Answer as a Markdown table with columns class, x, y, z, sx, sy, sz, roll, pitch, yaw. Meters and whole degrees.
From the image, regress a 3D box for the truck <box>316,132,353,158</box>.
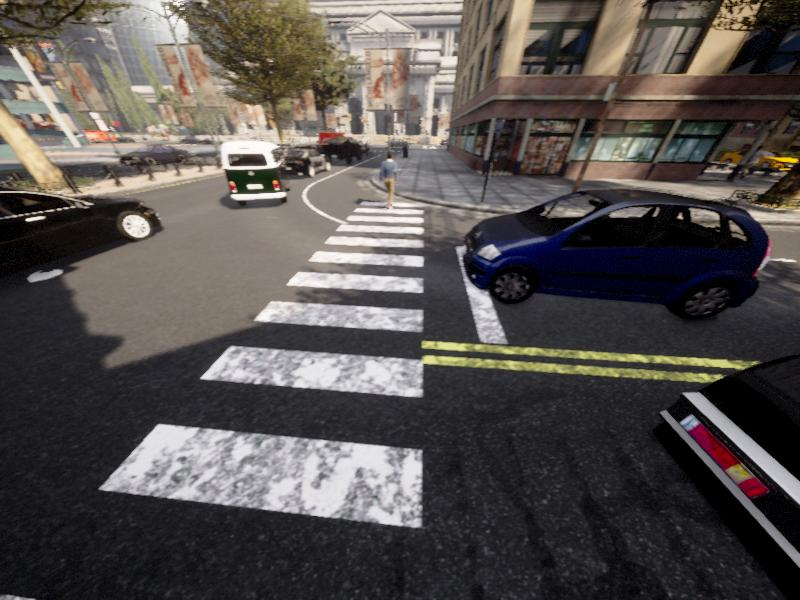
| class | x | y | z | sx | sy | sz | roll | pitch | yaw |
| --- | --- | --- | --- | --- | --- | --- | --- | --- | --- |
| truck | -8.137 | -19.839 | 29.443 | 2.627 | 2.467 | 5.204 | 4 | 36 | 4 |

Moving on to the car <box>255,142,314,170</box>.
| class | x | y | z | sx | sy | sz | roll | pitch | yaw |
| --- | --- | --- | --- | --- | --- | --- | --- | --- | --- |
| car | -9.342 | -12.097 | 19.286 | 1.930 | 1.638 | 5.238 | 4 | 36 | 4 |

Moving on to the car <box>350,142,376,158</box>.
| class | x | y | z | sx | sy | sz | roll | pitch | yaw |
| --- | --- | --- | --- | --- | --- | --- | --- | --- | --- |
| car | -4.636 | -19.364 | 29.661 | 2.128 | 1.511 | 4.902 | 4 | 36 | 4 |

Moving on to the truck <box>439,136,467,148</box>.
| class | x | y | z | sx | sy | sz | roll | pitch | yaw |
| --- | --- | --- | --- | --- | --- | --- | --- | --- | --- |
| truck | 12.901 | -38.796 | 56.681 | 6.274 | 2.098 | 2.390 | 4 | 36 | 4 |

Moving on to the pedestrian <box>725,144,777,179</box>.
| class | x | y | z | sx | sy | sz | roll | pitch | yaw |
| --- | --- | --- | --- | --- | --- | --- | --- | --- | --- |
| pedestrian | 22.245 | -8.808 | 14.708 | 0.751 | 1.860 | 0.751 | -2 | 36 | -4 |

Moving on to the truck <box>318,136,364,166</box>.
| class | x | y | z | sx | sy | sz | roll | pitch | yaw |
| --- | --- | --- | --- | --- | --- | --- | --- | --- | --- |
| truck | -5.442 | -14.618 | 22.490 | 2.390 | 2.098 | 6.274 | 4 | 36 | 4 |

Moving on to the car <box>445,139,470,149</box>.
| class | x | y | z | sx | sy | sz | roll | pitch | yaw |
| --- | --- | --- | --- | --- | --- | --- | --- | --- | --- |
| car | 12.684 | -34.533 | 51.111 | 5.027 | 1.651 | 2.152 | 4 | 36 | 4 |

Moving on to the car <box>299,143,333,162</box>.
| class | x | y | z | sx | sy | sz | roll | pitch | yaw |
| --- | --- | --- | --- | --- | --- | --- | --- | --- | --- |
| car | -8.750 | -15.672 | 24.448 | 1.970 | 1.475 | 3.806 | 4 | 36 | 4 |

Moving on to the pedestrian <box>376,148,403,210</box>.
| class | x | y | z | sx | sy | sz | roll | pitch | yaw |
| --- | --- | --- | --- | --- | --- | --- | --- | --- | --- |
| pedestrian | -0.353 | -4.326 | 8.314 | 0.751 | 1.860 | 0.751 | 8 | 36 | 11 |

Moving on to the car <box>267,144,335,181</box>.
| class | x | y | z | sx | sy | sz | roll | pitch | yaw |
| --- | --- | --- | --- | --- | --- | --- | --- | --- | --- |
| car | -6.265 | -9.366 | 15.510 | 1.930 | 1.638 | 5.238 | 4 | 36 | 4 |

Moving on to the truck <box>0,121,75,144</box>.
| class | x | y | z | sx | sy | sz | roll | pitch | yaw |
| --- | --- | --- | --- | --- | --- | --- | --- | --- | --- |
| truck | -75.724 | -34.658 | 47.916 | 8.468 | 3.827 | 2.891 | -18 | 40 | -25 |

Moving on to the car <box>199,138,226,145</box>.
| class | x | y | z | sx | sy | sz | roll | pitch | yaw |
| --- | --- | --- | --- | --- | --- | --- | --- | --- | --- |
| car | -42.433 | -35.966 | 52.403 | 4.181 | 1.385 | 1.994 | 4 | 36 | 4 |

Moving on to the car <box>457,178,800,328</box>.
| class | x | y | z | sx | sy | sz | roll | pitch | yaw |
| --- | --- | --- | --- | --- | --- | --- | --- | --- | --- |
| car | 3.169 | -0.952 | 3.904 | 3.988 | 1.617 | 1.851 | 5 | 36 | 6 |

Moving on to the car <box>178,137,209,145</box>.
| class | x | y | z | sx | sy | sz | roll | pitch | yaw |
| --- | --- | --- | --- | --- | --- | --- | --- | --- | --- |
| car | -49.790 | -38.466 | 55.770 | 5.357 | 1.411 | 2.033 | 4 | 36 | 4 |

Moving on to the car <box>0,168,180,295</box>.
| class | x | y | z | sx | sy | sz | roll | pitch | yaw |
| --- | --- | --- | --- | --- | --- | --- | --- | --- | --- |
| car | -7.557 | -1.352 | 4.384 | 1.837 | 1.490 | 4.892 | 4 | 36 | 4 |

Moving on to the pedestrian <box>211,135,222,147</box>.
| class | x | y | z | sx | sy | sz | roll | pitch | yaw |
| --- | --- | --- | --- | --- | --- | --- | --- | --- | --- |
| pedestrian | -33.274 | -28.841 | 41.861 | 0.751 | 1.860 | 0.751 | 9 | 36 | 12 |

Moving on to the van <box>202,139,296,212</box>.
| class | x | y | z | sx | sy | sz | roll | pitch | yaw |
| --- | --- | --- | --- | --- | --- | --- | --- | --- | --- |
| van | -5.713 | -5.331 | 9.519 | 2.069 | 2.038 | 4.480 | -11 | 37 | -16 |

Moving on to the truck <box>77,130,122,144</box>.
| class | x | y | z | sx | sy | sz | roll | pitch | yaw |
| --- | --- | --- | --- | --- | --- | --- | --- | --- | --- |
| truck | -69.877 | -38.029 | 53.907 | 5.204 | 2.467 | 2.627 | -11 | 37 | -16 |

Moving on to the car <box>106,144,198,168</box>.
| class | x | y | z | sx | sy | sz | roll | pitch | yaw |
| --- | --- | --- | --- | --- | --- | --- | --- | --- | --- |
| car | -20.834 | -12.488 | 19.856 | 2.033 | 1.411 | 5.357 | 4 | 36 | 4 |

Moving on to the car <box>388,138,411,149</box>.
| class | x | y | z | sx | sy | sz | roll | pitch | yaw |
| --- | --- | --- | --- | --- | --- | --- | --- | --- | --- |
| car | -0.070 | -33.338 | 49.180 | 4.611 | 1.667 | 2.242 | 4 | 36 | 4 |

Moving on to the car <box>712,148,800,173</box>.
| class | x | y | z | sx | sy | sz | roll | pitch | yaw |
| --- | --- | --- | --- | --- | --- | --- | --- | --- | --- |
| car | 32.461 | -12.710 | 20.928 | 1.882 | 1.535 | 5.008 | 4 | 36 | 4 |

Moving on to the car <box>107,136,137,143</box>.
| class | x | y | z | sx | sy | sz | roll | pitch | yaw |
| --- | --- | --- | --- | --- | --- | --- | --- | --- | --- |
| car | -68.965 | -39.901 | 57.477 | 4.181 | 1.385 | 1.994 | -11 | 37 | -16 |
